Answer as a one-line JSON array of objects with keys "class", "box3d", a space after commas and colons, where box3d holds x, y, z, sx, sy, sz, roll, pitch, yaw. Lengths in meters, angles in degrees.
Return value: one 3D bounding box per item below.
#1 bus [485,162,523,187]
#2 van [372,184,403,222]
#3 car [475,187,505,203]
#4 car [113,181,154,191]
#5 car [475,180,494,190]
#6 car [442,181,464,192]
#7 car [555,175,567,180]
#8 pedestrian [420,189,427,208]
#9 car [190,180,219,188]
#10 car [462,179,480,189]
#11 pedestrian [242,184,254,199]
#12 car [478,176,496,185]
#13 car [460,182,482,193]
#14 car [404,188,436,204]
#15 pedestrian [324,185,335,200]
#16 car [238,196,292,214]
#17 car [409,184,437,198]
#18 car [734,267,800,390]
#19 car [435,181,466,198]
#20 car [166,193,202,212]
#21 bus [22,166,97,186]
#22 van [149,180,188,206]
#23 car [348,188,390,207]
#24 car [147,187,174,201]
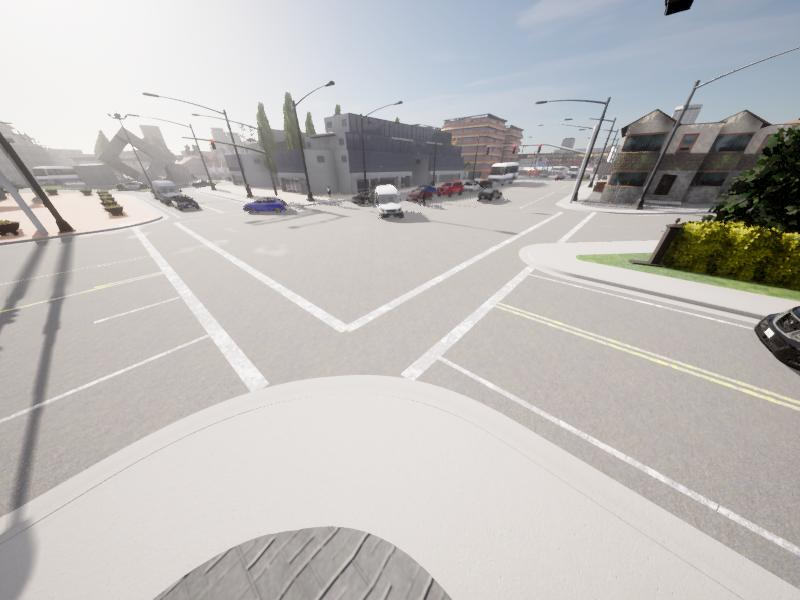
[{"class": "bus", "box3d": [23.187, -28.020, 51.379, 3.944, 4.253, 10.273, 23, 39, 34]}, {"class": "van", "box3d": [-1.300, -9.497, 22.223, 1.988, 2.561, 5.915, -7, 31, -8]}, {"class": "car", "box3d": [12.534, -14.655, 32.005, 1.882, 1.535, 5.008, 23, 37, 34]}, {"class": "car", "box3d": [-53.523, -22.982, 46.585, 4.974, 1.542, 2.038, -21, 36, -32]}, {"class": "car", "box3d": [16.769, -22.828, 45.709, 1.816, 1.474, 4.193, 23, 38, 34]}, {"class": "car", "box3d": [10.096, -21.453, 43.581, 1.837, 1.490, 4.892, 23, 38, 34]}, {"class": "car", "box3d": [46.944, -35.737, 67.398, 1.994, 1.385, 4.181, 23, 36, 34]}, {"class": "pedestrian", "box3d": [2.698, -11.736, 26.702, 0.751, 1.860, 0.751, 3, 30, 4]}, {"class": "car", "box3d": [-46.432, -27.751, 54.984, 2.033, 1.411, 5.357, 4, 30, 7]}, {"class": "car", "box3d": [14.935, -24.446, 48.550, 1.994, 1.385, 4.181, 23, 39, 34]}, {"class": "pedestrian", "box3d": [-21.548, -15.399, 32.777, 0.751, 1.860, 0.751, 16, 34, 26]}, {"class": "car", "box3d": [20.370, -27.982, 54.027, 1.882, 1.535, 5.008, 23, 38, 34]}, {"class": "car", "box3d": [12.812, -20.326, 41.678, 1.812, 1.442, 4.674, 23, 38, 34]}, {"class": "car", "box3d": [2.789, -14.170, 31.329, 1.812, 1.442, 4.674, 23, 37, 34]}, {"class": "pedestrian", "box3d": [-9.640, -14.724, 31.599, 0.751, 1.860, 0.751, 18, 34, 28]}, {"class": "car", "box3d": [-13.858, -9.835, 23.889, 4.193, 1.474, 1.816, -1, 31, -2]}, {"class": "car", "box3d": [3.743, -17.554, 37.051, 1.882, 1.535, 5.008, 22, 37, 34]}, {"class": "car", "box3d": [11.035, 1.388, 3.860, 5.566, 2.045, 2.150, 23, 37, 34]}, {"class": "car", "box3d": [8.046, -17.633, 36.635, 2.150, 2.045, 5.566, 23, 37, 34]}, {"class": "car", "box3d": [-24.281, -11.043, 25.962, 4.193, 1.474, 1.816, 23, 37, 34]}, {"class": "bus", "box3d": [-88.174, -32.578, 60.478, 3.944, 4.253, 10.273, -3, 30, -4]}, {"class": "van", "box3d": [-29.986, -13.922, 29.886, 5.915, 2.561, 1.988, 23, 37, 34]}, {"class": "car", "box3d": [-3.806, -13.043, 29.243, 1.930, 1.638, 5.238, 23, 38, 34]}, {"class": "car", "box3d": [-35.140, -15.621, 33.838, 3.633, 1.501, 1.845, 22, 37, 33]}]
